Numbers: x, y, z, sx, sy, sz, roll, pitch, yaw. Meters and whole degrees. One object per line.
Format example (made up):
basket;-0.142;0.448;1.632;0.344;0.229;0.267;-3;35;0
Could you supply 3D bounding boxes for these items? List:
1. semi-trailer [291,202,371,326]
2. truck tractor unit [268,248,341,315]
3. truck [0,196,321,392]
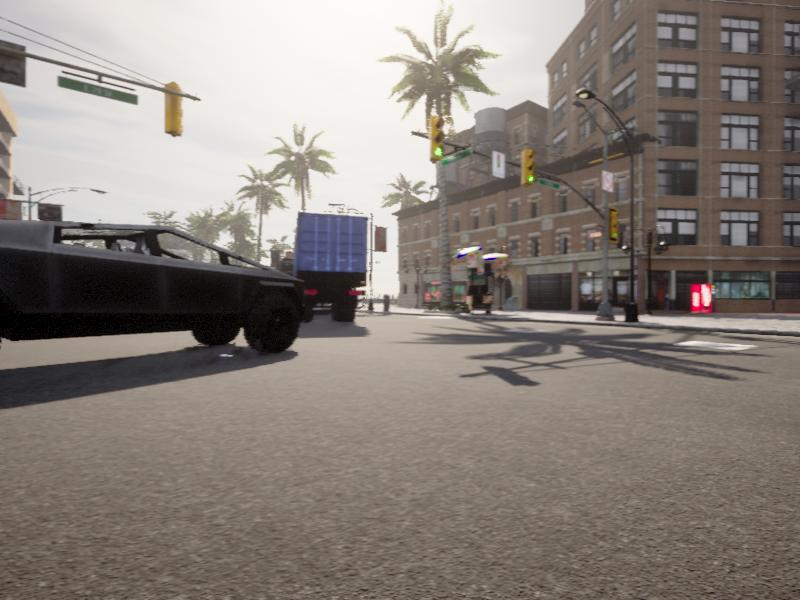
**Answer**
semi-trailer;-4.338;-1.249;21.373;2.717;4.402;14.254;1;0;-16
truck tractor unit;-7.017;-1.151;28.752;3.053;4.208;6.516;0;0;-33
truck;-4.405;-0.070;6.135;2.390;2.098;6.274;0;0;37
